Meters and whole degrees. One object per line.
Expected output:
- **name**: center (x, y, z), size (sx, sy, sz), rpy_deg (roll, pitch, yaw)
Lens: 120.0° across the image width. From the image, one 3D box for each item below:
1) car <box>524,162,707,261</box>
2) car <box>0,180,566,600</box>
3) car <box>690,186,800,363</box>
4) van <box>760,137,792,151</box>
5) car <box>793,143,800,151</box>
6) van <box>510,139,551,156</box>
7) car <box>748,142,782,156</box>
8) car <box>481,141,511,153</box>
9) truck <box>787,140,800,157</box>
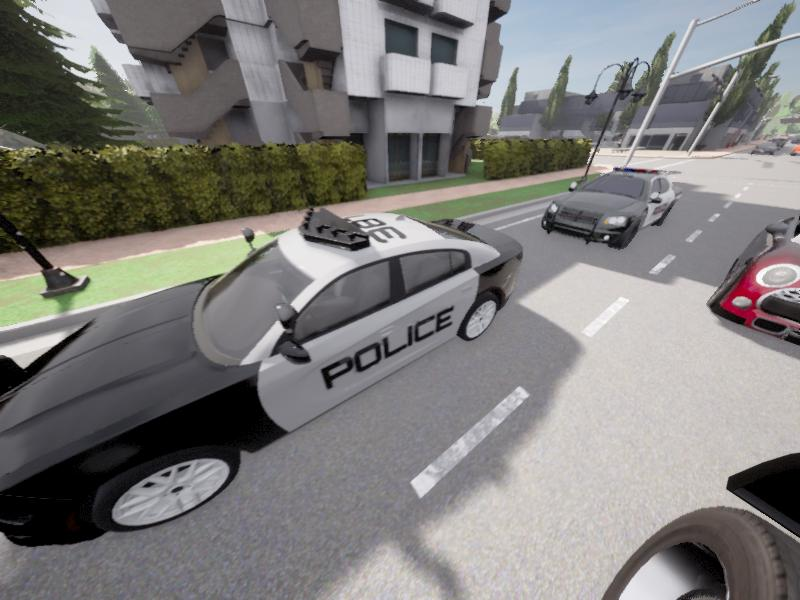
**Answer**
- **car**: center (6.092, -2.808, 6.523), size (4.974, 1.542, 2.038), rpy_deg (-22, 41, -28)
- **car**: center (-0.772, -0.055, 2.570), size (5.238, 1.638, 1.930), rpy_deg (-22, 41, -28)
- **car**: center (6.425, -0.458, 3.230), size (3.806, 1.475, 1.970), rpy_deg (-22, 41, -28)
- **van**: center (66.766, -27.757, 41.021), size (4.480, 2.038, 2.069), rpy_deg (-22, 41, -28)
- **car**: center (69.818, -26.310, 39.429), size (4.792, 1.488, 2.163), rpy_deg (-22, 41, -28)
- **van**: center (18.793, -22.164, 33.492), size (1.775, 1.987, 4.442), rpy_deg (-22, 41, -28)
- **car**: center (49.976, -20.669, 31.603), size (4.674, 1.442, 1.812), rpy_deg (-22, 41, -28)
- **car**: center (17.118, -27.568, 41.480), size (2.033, 1.649, 4.856), rpy_deg (-16, 38, -21)
- **truck**: center (52.634, -19.711, 29.332), size (5.204, 2.467, 2.627), rpy_deg (-22, 41, -28)
